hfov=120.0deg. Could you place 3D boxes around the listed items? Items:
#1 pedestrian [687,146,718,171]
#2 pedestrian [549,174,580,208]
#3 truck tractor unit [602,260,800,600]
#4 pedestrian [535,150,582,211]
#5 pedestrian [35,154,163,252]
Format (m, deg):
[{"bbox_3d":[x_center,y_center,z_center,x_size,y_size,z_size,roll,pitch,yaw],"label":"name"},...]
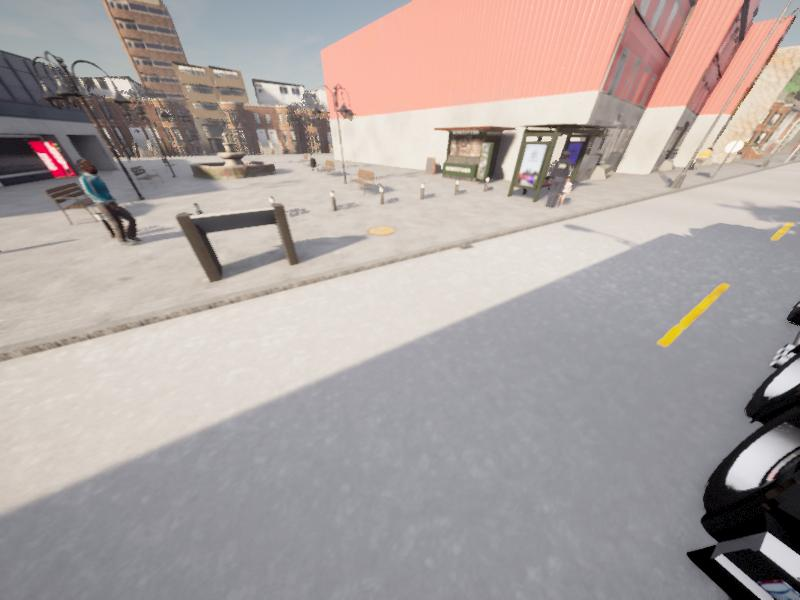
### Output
[{"bbox_3d":[26.635,-12.484,20.348,0.751,1.860,0.751,-17,39,-24],"label":"pedestrian"},{"bbox_3d":[6.355,-4.209,8.931,0.500,1.100,0.500,-25,42,-31],"label":"pedestrian"},{"bbox_3d":[5.105,-0.306,0.791,6.516,4.208,3.053,-19,39,-24],"label":"truck tractor unit"},{"bbox_3d":[5.791,-4.381,8.507,0.751,1.860,0.751,26,42,32],"label":"pedestrian"},{"bbox_3d":[-6.495,-2.139,5.175,0.751,1.860,0.751,-11,36,-15],"label":"pedestrian"}]
